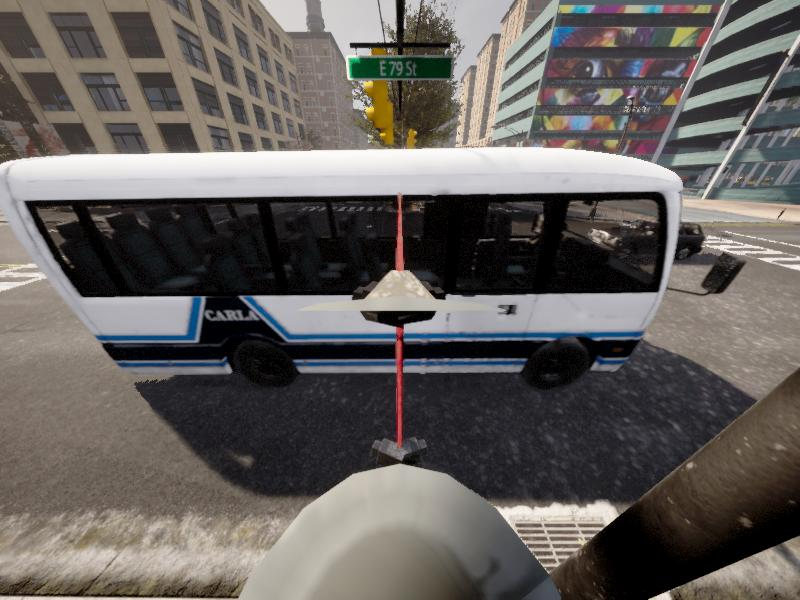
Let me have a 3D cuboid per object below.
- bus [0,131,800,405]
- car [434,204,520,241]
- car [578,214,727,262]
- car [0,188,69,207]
[{"bbox_3d":[-0.471,-0.796,5.146,10.273,4.253,3.944,-1,30,1],"label":"bus"},{"bbox_3d":[4.674,-4.946,14.693,4.605,1.855,1.932,0,30,0],"label":"car"},{"bbox_3d":[12.290,-3.168,11.620,4.605,1.855,1.932,1,30,0],"label":"car"},{"bbox_3d":[-45.124,-12.556,28.112,1.930,1.638,5.238,0,30,-1],"label":"car"}]
